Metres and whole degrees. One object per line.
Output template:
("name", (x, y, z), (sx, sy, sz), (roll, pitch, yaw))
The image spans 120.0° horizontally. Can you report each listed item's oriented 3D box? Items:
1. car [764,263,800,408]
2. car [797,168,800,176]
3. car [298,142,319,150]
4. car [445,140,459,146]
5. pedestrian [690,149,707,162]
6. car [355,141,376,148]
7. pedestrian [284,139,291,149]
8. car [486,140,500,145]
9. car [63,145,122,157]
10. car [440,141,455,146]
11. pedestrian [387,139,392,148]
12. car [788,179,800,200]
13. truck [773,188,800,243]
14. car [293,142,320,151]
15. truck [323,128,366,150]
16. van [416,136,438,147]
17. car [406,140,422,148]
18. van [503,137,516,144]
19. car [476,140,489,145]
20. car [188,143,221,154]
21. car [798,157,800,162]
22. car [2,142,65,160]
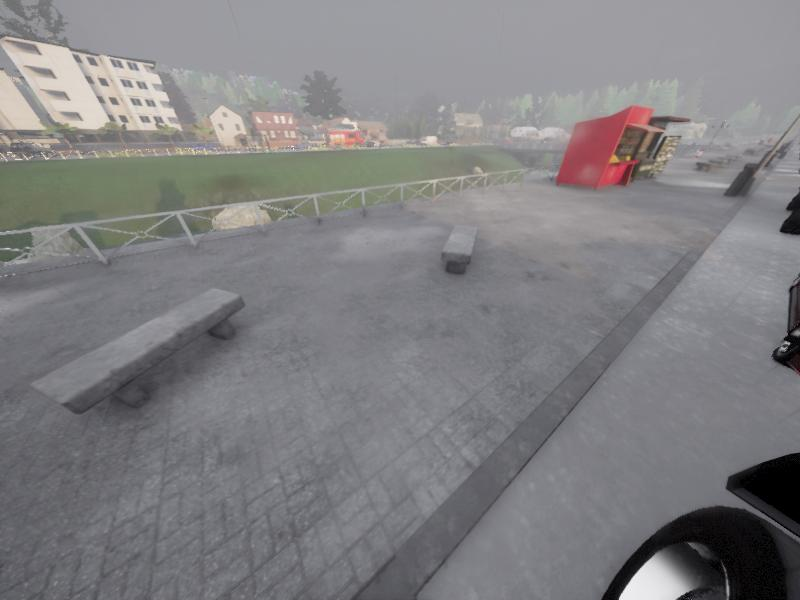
("car", (6.190, 0.208, 2.394), (4.181, 1.385, 1.994), (-22, 41, -28))
("car", (29.346, -9.440, 15.710), (5.366, 1.575, 1.801), (-22, 41, -28))
("car", (-20.823, -35.130, 52.688), (3.806, 1.475, 1.970), (-22, 41, -28))
("car", (15.715, -47.350, 69.595), (3.633, 1.501, 1.845), (-22, 41, -28))
("pedestrian", (29.331, -14.213, 22.697), (0.500, 1.100, 0.500), (21, 40, 27))
("car", (-8.914, -40.054, 59.486), (4.892, 1.490, 1.837), (-22, 41, -28))
("pedestrian", (-26.120, -36.197, 53.611), (0.751, 1.860, 0.751), (24, 42, 31))
("car", (31.661, -53.833, 78.777), (4.674, 1.442, 1.812), (-22, 41, -28))
("car", (-48.597, -23.739, 36.735), (5.357, 1.411, 2.033), (-22, 41, -28))
("car", (15.026, -49.781, 73.275), (4.718, 1.301, 1.895), (-22, 41, -28))
("pedestrian", (-2.424, -36.479, 53.835), (0.751, 1.860, 0.751), (-21, 40, -27))
("car", (19.337, -5.269, 9.927), (4.902, 1.511, 2.128), (-22, 41, -27))
("truck", (13.210, -2.976, 6.211), (6.274, 2.098, 2.390), (-22, 41, -28))
("car", (-19.914, -32.727, 49.195), (4.792, 1.488, 2.163), (-22, 41, -28))
("truck", (-12.492, -36.723, 52.769), (8.468, 3.827, 2.891), (-22, 41, -28))
("van", (7.953, -47.347, 68.896), (6.366, 2.431, 2.351), (-22, 41, -28))
("car", (3.676, -42.401, 62.699), (3.988, 1.617, 1.851), (-22, 41, -28))
("van", (39.352, -57.205, 83.034), (4.442, 1.987, 1.775), (-22, 41, -28))
("car", (29.003, -55.541, 81.268), (3.806, 1.475, 1.970), (-22, 41, -28))
("car", (-34.465, -26.771, 40.860), (4.193, 1.474, 1.816), (-22, 41, -28))
("car", (43.501, -15.371, 23.757), (4.605, 1.855, 1.932), (-22, 41, -28))
("car", (-50.089, -20.514, 31.739), (3.866, 1.878, 1.905), (-22, 41, -28))
